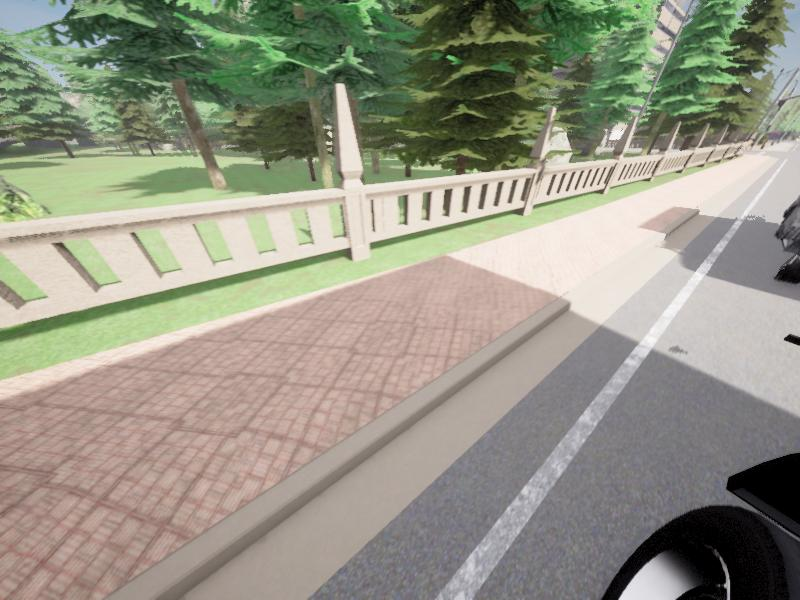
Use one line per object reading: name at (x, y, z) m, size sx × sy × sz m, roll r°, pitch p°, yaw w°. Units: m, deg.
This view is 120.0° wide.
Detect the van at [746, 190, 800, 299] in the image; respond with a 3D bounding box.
van at (9.639, -1.788, 4.244) m, size 6.366 × 2.431 × 2.351 m, roll -22°, pitch 41°, yaw -28°
